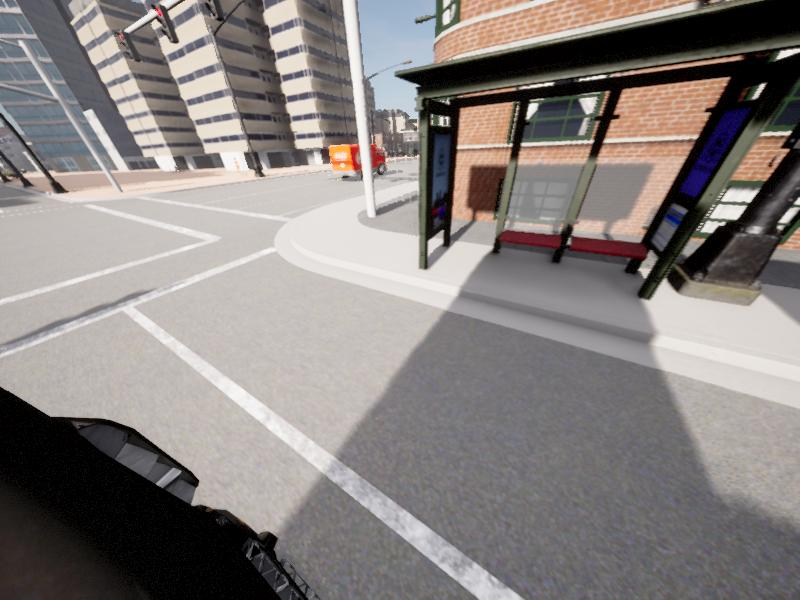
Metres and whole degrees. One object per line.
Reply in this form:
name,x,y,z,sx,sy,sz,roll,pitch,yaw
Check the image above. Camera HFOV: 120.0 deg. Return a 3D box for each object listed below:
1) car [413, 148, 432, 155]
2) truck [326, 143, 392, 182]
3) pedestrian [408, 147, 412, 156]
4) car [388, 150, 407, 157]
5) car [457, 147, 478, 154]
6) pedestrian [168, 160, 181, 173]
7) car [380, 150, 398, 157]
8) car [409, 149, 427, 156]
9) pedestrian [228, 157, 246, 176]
car,6.545,-43.219,67.270,5.008,1.535,1.882,14,37,25
truck,-3.298,-11.986,19.983,2.627,2.467,5.204,16,38,26
pedestrian,2.452,-37.072,57.680,0.751,1.860,0.751,7,35,14
car,-0.666,-44.994,70.852,5.357,1.411,2.033,14,37,26
car,17.196,-38.135,58.821,4.718,1.301,1.895,15,38,25
pedestrian,-39.448,-23.373,40.430,0.751,1.860,0.751,11,36,20
car,-3.365,-43.591,68.772,4.856,1.649,2.033,14,37,26
car,4.921,-41.410,64.752,4.674,1.442,1.812,14,37,25
pedestrian,-18.722,-15.376,26.577,0.751,1.860,0.751,12,36,21
